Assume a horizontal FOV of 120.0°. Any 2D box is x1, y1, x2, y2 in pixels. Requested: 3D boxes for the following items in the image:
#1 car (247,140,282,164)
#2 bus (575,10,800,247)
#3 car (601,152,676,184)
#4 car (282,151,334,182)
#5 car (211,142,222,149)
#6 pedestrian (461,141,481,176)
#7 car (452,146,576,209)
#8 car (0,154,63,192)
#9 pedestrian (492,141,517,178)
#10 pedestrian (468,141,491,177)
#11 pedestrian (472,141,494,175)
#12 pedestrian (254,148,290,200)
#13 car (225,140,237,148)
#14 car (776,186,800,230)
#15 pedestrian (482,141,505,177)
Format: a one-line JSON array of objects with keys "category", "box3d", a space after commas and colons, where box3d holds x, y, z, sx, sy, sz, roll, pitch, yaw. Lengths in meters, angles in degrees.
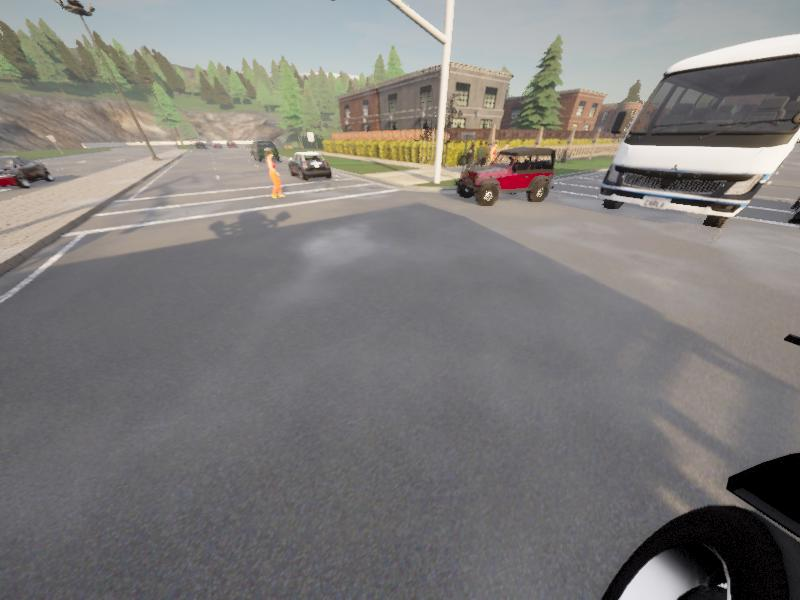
[{"category": "car", "box3d": [-15.562, -17.052, 26.442, 2.150, 2.045, 5.566, -22, 41, -28]}, {"category": "bus", "box3d": [11.704, -5.734, 8.259, 10.273, 4.253, 3.944, -23, 41, -28]}, {"category": "car", "box3d": [15.081, -8.469, 14.623, 4.181, 1.385, 1.994, -22, 41, -28]}, {"category": "car", "box3d": [-6.237, -9.091, 15.573, 1.970, 1.475, 3.806, -23, 41, -28]}, {"category": "car", "box3d": [-49.347, -41.621, 62.201, 1.895, 1.301, 4.718, -20, 40, -26]}, {"category": "pedestrian", "box3d": [4.535, -9.048, 14.790, 0.751, 1.860, 0.751, 19, 40, 25]}, {"category": "car", "box3d": [4.440, -5.135, 9.512, 3.866, 1.878, 1.905, -9, 36, -11]}, {"category": "car", "box3d": [-22.456, -7.312, 13.168, 2.163, 1.488, 4.792, -22, 40, -27]}, {"category": "pedestrian", "box3d": [6.263, -8.460, 13.942, 0.751, 1.860, 0.751, 30, 45, 35]}, {"category": "pedestrian", "box3d": [5.000, -8.958, 14.659, 0.751, 1.860, 0.751, -23, 41, -29]}, {"category": "pedestrian", "box3d": [5.401, -9.235, 15.049, 0.751, 1.860, 0.751, -29, 44, -35]}, {"category": "pedestrian", "box3d": [-5.433, -5.392, 9.943, 0.751, 1.860, 0.751, -9, 36, -12]}, {"category": "car", "box3d": [-47.744, -44.180, 65.401, 2.097, 1.767, 4.553, -16, 38, -21]}, {"category": "car", "box3d": [13.922, -3.128, 6.931, 4.902, 1.511, 2.128, -22, 41, -28]}, {"category": "pedestrian", "box3d": [5.788, -8.780, 14.400, 0.751, 1.860, 0.751, 25, 42, 31]}]
